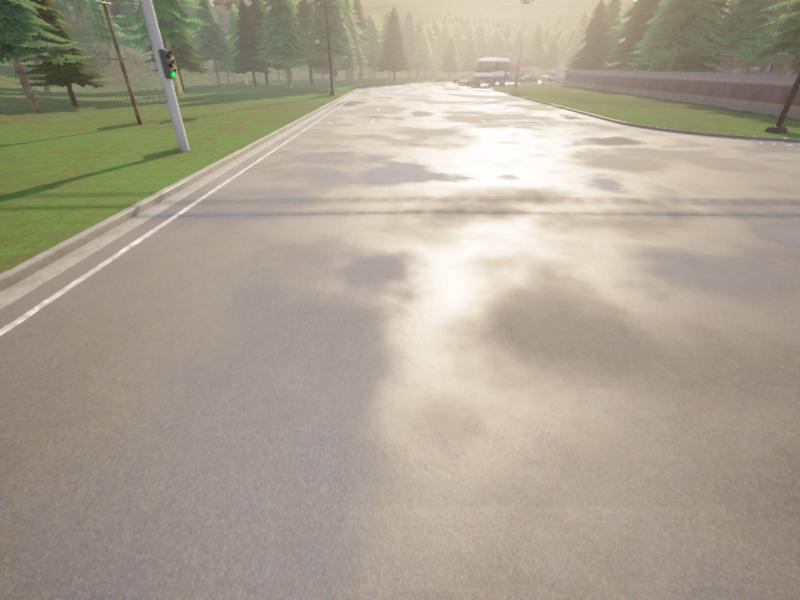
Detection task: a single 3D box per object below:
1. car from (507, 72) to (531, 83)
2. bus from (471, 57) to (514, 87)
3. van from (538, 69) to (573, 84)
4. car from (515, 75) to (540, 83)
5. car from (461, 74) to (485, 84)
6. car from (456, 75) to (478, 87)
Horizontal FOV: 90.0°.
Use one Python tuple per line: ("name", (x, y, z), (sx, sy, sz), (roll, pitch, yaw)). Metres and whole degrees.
("car", (25.395, -47.494, 85.336), (4.605, 1.855, 1.932), (-15, 33, -23))
("bus", (16.262, -39.787, 69.796), (3.944, 4.253, 10.273), (16, 34, 25))
("van", (31.531, -45.306, 81.043), (6.366, 2.431, 2.351), (-14, 33, -22))
("car", (26.237, -45.540, 82.391), (4.792, 1.488, 2.163), (-17, 34, -27))
("car", (14.306, -43.158, 78.146), (2.033, 1.649, 4.856), (24, 38, 35))
("car", (11.856, -38.478, 70.248), (1.801, 1.575, 5.366), (16, 34, 25))
